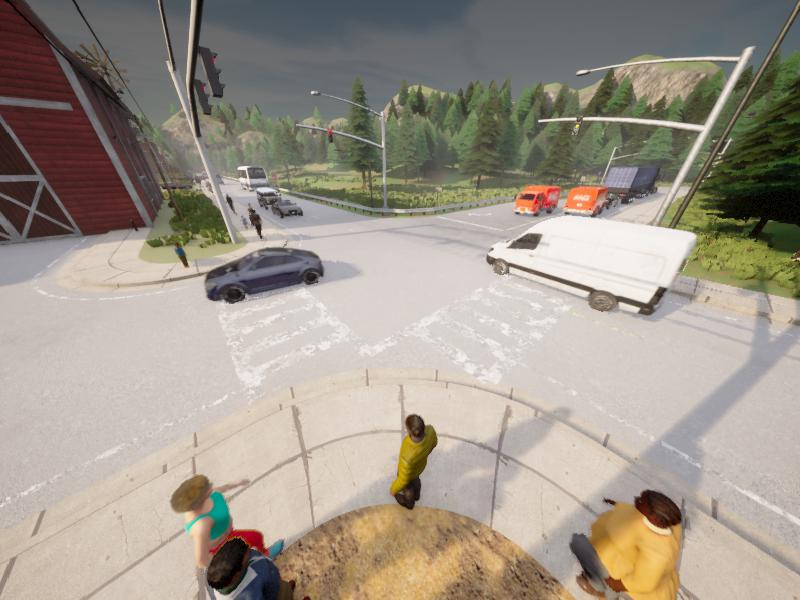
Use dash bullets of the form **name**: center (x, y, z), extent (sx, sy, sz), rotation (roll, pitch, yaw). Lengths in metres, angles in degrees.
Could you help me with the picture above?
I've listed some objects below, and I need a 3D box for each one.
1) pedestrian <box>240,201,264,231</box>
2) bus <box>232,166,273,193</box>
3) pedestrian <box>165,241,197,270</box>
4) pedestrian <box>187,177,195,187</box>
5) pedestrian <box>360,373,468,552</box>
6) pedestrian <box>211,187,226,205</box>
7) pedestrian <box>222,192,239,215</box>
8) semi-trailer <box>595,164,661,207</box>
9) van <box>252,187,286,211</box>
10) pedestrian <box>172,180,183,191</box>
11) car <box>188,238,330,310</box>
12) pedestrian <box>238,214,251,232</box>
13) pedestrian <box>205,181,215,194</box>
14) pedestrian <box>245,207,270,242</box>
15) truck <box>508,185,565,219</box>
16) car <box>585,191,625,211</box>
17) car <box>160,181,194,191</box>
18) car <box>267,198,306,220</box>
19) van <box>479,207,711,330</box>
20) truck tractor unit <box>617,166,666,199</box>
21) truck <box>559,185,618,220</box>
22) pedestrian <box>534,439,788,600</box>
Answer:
- **pedestrian**: center (-10.584, -6.036, 16.590), extent (0.751, 1.860, 0.751), rotation (22, 37, 33)
- **bus**: center (-28.845, -23.616, 45.001), extent (3.944, 4.253, 10.273), rotation (-22, 37, -33)
- **pedestrian**: center (-9.681, -1.971, 10.255), extent (0.500, 1.100, 0.500), rotation (9, 31, 15)
- **pedestrian**: center (-48.024, -27.089, 53.054), extent (0.751, 1.860, 0.751), rotation (-15, 33, -24)
- **pedestrian**: center (0.141, 1.936, 2.746), extent (0.751, 1.860, 0.751), rotation (26, 39, 37)
- **pedestrian**: center (-21.718, -12.449, 27.697), extent (0.751, 1.860, 0.751), rotation (24, 38, 36)
- **pedestrian**: center (-16.261, -9.258, 22.170), extent (0.751, 1.860, 0.751), rotation (-23, 37, -34)
- **semi-trailer**: center (31.133, -15.801, 31.244), extent (14.254, 4.402, 2.717), rotation (-22, 37, -34)
- **van**: center (-15.018, -11.625, 26.442), extent (2.069, 2.038, 4.480), rotation (-22, 37, -33)
- **pedestrian**: center (-42.091, -21.714, 43.745), extent (0.751, 1.860, 0.751), rotation (-8, 31, -13)
- **car**: center (-5.218, -1.239, 9.075), extent (4.181, 1.385, 1.994), rotation (-18, 34, -28)
- **pedestrian**: center (-11.069, -5.507, 16.433), extent (0.500, 1.100, 0.500), rotation (-17, 34, -27)
- **pedestrian**: center (-32.619, -19.341, 39.635), extent (0.751, 1.860, 0.751), rotation (-18, 35, -28)
- **pedestrian**: center (-8.729, -4.620, 14.134), extent (0.751, 1.860, 0.751), rotation (-20, 35, -30)
- **truck**: center (13.471, -9.806, 22.811), extent (5.204, 2.467, 2.627), rotation (-23, 37, -34)
- **car**: center (23.817, -11.551, 26.810), extent (4.902, 1.511, 2.128), rotation (-23, 37, -33)
- **car**: center (-45.444, -23.247, 47.133), extent (4.792, 1.488, 2.163), rotation (-24, 37, -35)
- **car**: center (-11.084, -8.948, 22.479), extent (1.994, 1.385, 4.181), rotation (-22, 37, -33)
- **van**: center (6.336, -1.719, 8.777), extent (1.988, 2.561, 5.915), rotation (-21, 36, -31)
- **truck tractor unit**: center (37.249, -18.221, 35.643), extent (6.516, 4.208, 3.053), rotation (-22, 37, -33)
- **truck**: center (18.192, -9.531, 22.327), extent (5.204, 2.467, 2.627), rotation (-23, 37, -34)
- **pedestrian**: center (2.072, 2.326, 2.106), extent (0.751, 1.860, 0.751), rotation (-18, 34, -28)
